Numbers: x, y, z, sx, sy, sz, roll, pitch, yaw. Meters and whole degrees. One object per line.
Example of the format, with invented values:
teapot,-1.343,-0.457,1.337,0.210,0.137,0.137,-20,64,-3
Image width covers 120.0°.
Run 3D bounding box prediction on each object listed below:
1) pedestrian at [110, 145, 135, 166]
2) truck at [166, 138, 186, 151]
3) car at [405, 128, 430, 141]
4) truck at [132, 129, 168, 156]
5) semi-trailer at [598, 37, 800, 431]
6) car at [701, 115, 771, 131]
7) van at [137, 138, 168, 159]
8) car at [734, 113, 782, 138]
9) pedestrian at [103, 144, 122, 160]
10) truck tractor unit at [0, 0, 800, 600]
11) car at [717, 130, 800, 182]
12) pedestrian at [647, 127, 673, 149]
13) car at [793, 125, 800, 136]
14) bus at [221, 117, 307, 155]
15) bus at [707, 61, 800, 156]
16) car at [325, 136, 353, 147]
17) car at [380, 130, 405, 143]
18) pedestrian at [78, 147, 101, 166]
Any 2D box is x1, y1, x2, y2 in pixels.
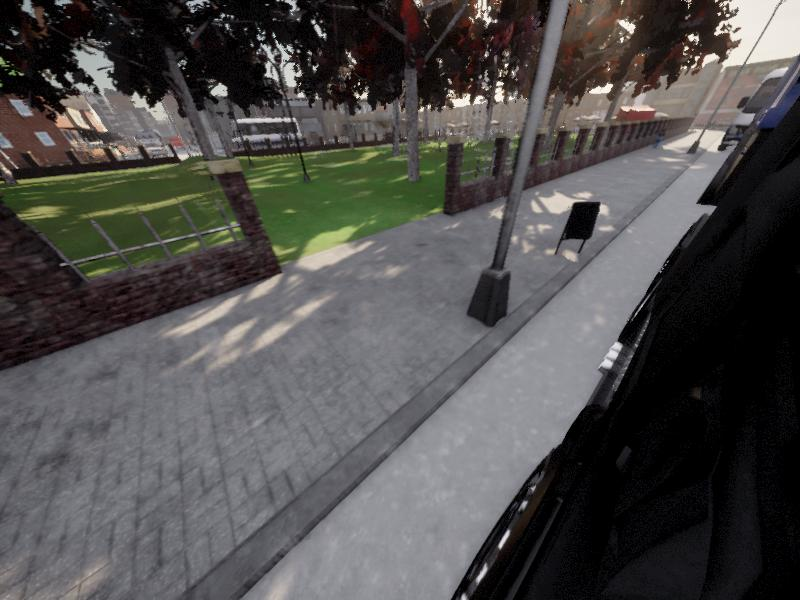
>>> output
pedestrian,-29.685,-15.471,24.707,0.751,1.860,0.751,-20,40,-22
truck,-55.890,-38.888,57.662,2.627,2.467,5.204,-29,44,-30
car,3.752,-35.457,49.397,5.566,2.045,2.150,-30,45,-32
truck,-46.482,-29.488,43.250,2.891,3.827,8.468,-28,44,-30
semi-trailer,8.701,-3.598,4.231,14.254,4.402,2.717,-28,43,-30
car,46.565,-24.595,32.258,1.930,1.638,5.238,-5,36,-3
van,-38.634,-23.780,36.221,2.351,2.431,6.366,-28,44,-30
car,36.648,-17.927,23.743,3.866,1.878,1.905,-29,44,-30
pedestrian,-42.289,-21.793,34.041,0.751,1.860,0.751,-20,40,-22
truck tractor unit,2.645,-0.295,0.351,6.516,4.208,3.053,-28,44,-30
car,16.267,-6.488,10.148,5.357,1.411,2.033,-28,43,-30
pedestrian,19.899,-12.392,17.706,0.751,1.300,0.751,17,41,25
car,41.628,-17.472,22.808,4.605,1.855,1.932,-28,44,-30
bus,-21.123,-26.054,36.573,10.273,4.253,3.944,-28,44,-30
bus,25.907,-12.908,15.737,10.273,4.253,3.944,-28,44,-30
car,-11.555,-30.196,43.856,4.674,1.442,1.812,-28,44,-30
car,-1.460,-32.700,46.182,4.605,1.855,1.932,-29,44,-30
pedestrian,-38.089,-17.644,28.368,0.751,1.860,0.751,-28,43,-30
